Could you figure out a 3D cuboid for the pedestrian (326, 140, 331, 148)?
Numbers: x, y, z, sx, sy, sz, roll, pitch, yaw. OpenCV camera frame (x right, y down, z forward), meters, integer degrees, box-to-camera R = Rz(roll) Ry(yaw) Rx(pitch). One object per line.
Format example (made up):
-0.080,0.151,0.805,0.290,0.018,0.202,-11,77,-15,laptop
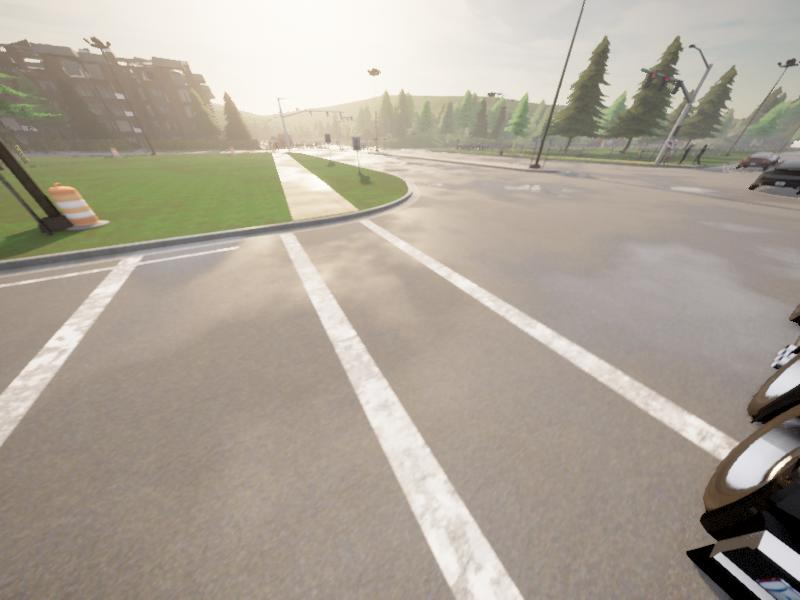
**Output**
-20.246,-43.984,65.262,0.751,1.860,0.751,-19,39,-25,pedestrian

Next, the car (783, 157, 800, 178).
32.791,-10.450,18.123,4.181,1.385,1.994,-18,39,-24,car

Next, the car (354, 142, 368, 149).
-11.565,-45.891,68.439,1.930,1.638,5.238,-18,39,-24,car

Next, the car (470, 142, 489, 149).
23.487,-45.587,68.308,4.856,1.649,2.033,-18,39,-24,car

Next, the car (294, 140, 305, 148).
-31.196,-48.319,71.554,1.905,1.878,3.866,-18,39,-25,car

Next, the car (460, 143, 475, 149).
20.615,-46.916,70.296,3.988,1.617,1.851,-18,39,-24,car

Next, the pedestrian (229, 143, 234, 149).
-40.520,-36.990,55.549,0.500,1.100,0.500,-16,38,-22,pedestrian

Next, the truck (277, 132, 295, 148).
-34.389,-48.292,69.776,2.891,3.827,8.468,-18,39,-25,truck

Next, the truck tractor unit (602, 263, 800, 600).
5.110,-0.300,0.786,6.516,4.208,3.053,-18,39,-24,truck tractor unit

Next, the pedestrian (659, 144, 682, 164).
29.986,-16.218,25.650,0.751,1.860,0.751,-14,37,-20,pedestrian

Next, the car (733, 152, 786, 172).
35.011,-13.514,22.481,4.674,1.442,1.812,-18,39,-25,car

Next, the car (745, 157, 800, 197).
21.999,-6.988,12.940,4.892,1.490,1.837,-18,39,-24,car

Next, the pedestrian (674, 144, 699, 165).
30.656,-15.601,24.768,0.751,1.860,0.751,-15,38,-21,pedestrian

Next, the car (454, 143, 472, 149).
20.016,-48.947,73.376,5.027,1.651,2.152,-18,39,-24,car

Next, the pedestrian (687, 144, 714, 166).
31.124,-15.014,23.929,0.751,1.860,0.751,17,38,23,pedestrian
